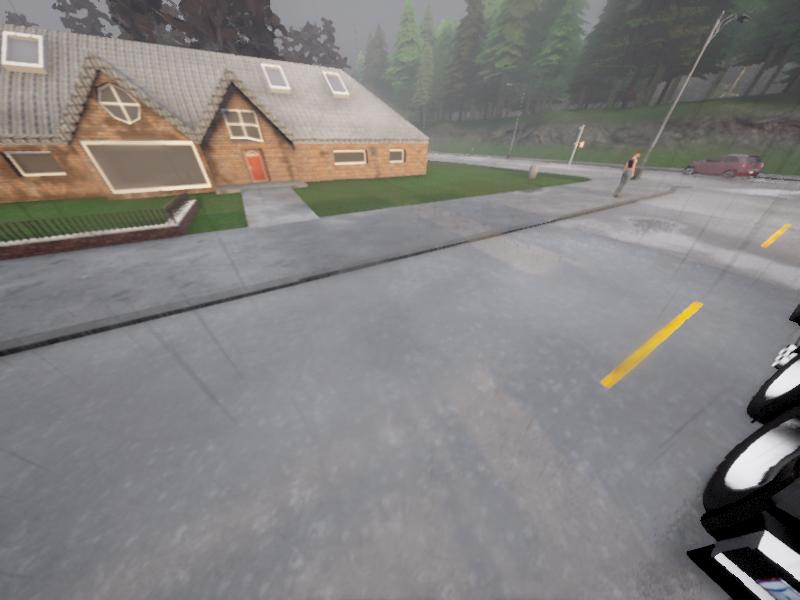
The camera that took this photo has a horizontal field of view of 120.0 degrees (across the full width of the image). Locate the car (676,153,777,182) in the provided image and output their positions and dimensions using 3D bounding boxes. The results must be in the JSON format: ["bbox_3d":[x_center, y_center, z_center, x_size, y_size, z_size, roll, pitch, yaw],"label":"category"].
[{"bbox_3d":[23.472,-9.779,16.900,1.845,1.501,3.633,-2,35,-4],"label":"car"}]

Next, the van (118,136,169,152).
[{"bbox_3d":[-49.933,-30.513,45.170,5.915,2.561,1.988,-18,39,-24],"label":"van"}]

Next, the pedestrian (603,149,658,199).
[{"bbox_3d":[10.043,-5.528,10.174,0.751,1.860,0.751,3,35,3],"label":"pedestrian"}]

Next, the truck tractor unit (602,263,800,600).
[{"bbox_3d":[5.108,-0.305,0.783,6.516,4.208,3.053,-18,39,-24],"label":"truck tractor unit"}]
